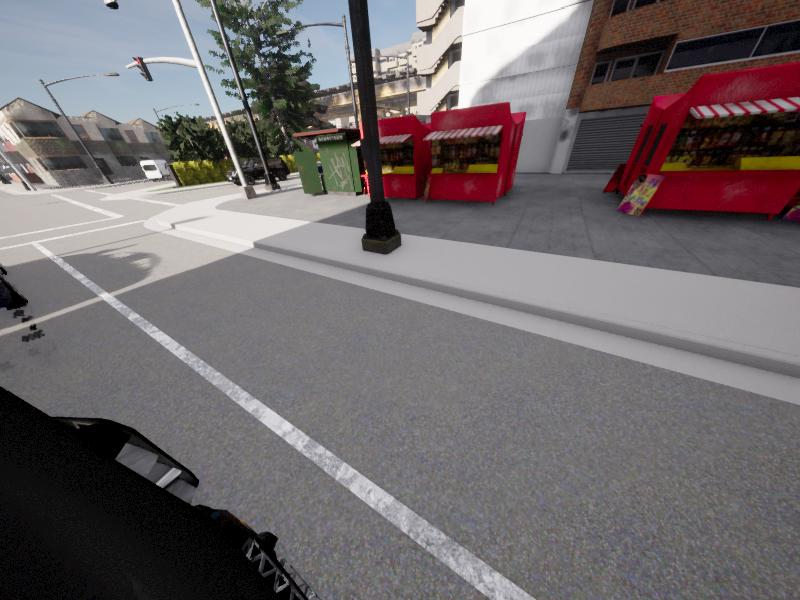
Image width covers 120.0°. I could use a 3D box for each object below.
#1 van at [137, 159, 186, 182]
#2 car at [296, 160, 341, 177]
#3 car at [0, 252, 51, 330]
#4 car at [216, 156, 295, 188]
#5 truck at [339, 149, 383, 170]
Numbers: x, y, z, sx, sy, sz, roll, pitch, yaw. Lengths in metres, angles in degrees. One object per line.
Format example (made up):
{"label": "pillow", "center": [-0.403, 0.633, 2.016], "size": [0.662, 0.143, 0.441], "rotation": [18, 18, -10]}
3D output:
{"label": "van", "center": [-35.346, -19.384, 34.513], "size": [1.988, 2.561, 5.915], "rotation": [-11, 34, -11]}
{"label": "car", "center": [-9.321, -15.284, 26.770], "size": [1.895, 1.301, 4.718], "rotation": [15, 38, 27]}
{"label": "car", "center": [-8.878, -0.427, 3.991], "size": [4.792, 1.488, 2.163], "rotation": [15, 38, 26]}
{"label": "car", "center": [-13.020, -11.958, 21.370], "size": [2.150, 2.045, 5.566], "rotation": [15, 38, 27]}
{"label": "truck", "center": [-5.279, -19.612, 32.248], "size": [2.390, 2.098, 6.274], "rotation": [15, 38, 27]}
